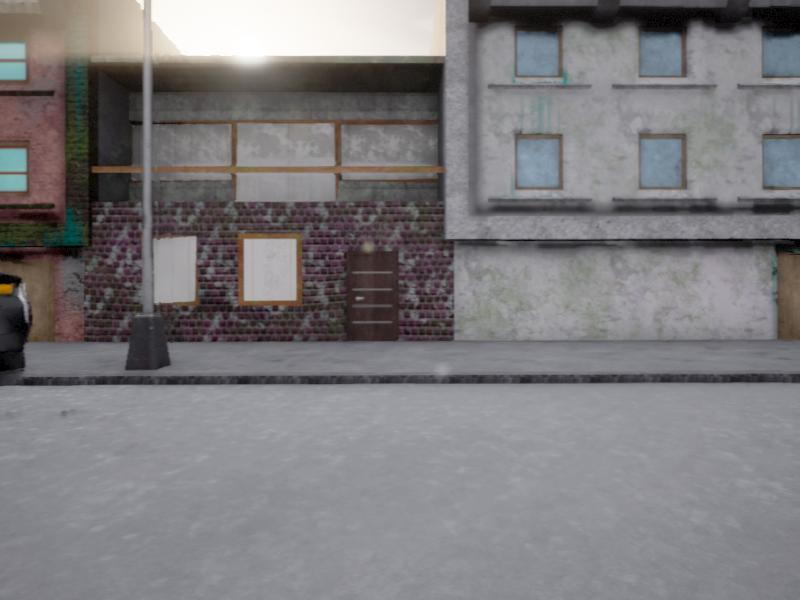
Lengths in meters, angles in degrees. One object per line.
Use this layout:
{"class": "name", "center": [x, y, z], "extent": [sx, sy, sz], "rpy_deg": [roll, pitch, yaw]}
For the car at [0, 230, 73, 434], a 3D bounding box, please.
{"class": "car", "center": [-5.255, 0.245, 2.651], "extent": [4.514, 1.525, 2.007], "rpy_deg": [0, 0, -1]}
